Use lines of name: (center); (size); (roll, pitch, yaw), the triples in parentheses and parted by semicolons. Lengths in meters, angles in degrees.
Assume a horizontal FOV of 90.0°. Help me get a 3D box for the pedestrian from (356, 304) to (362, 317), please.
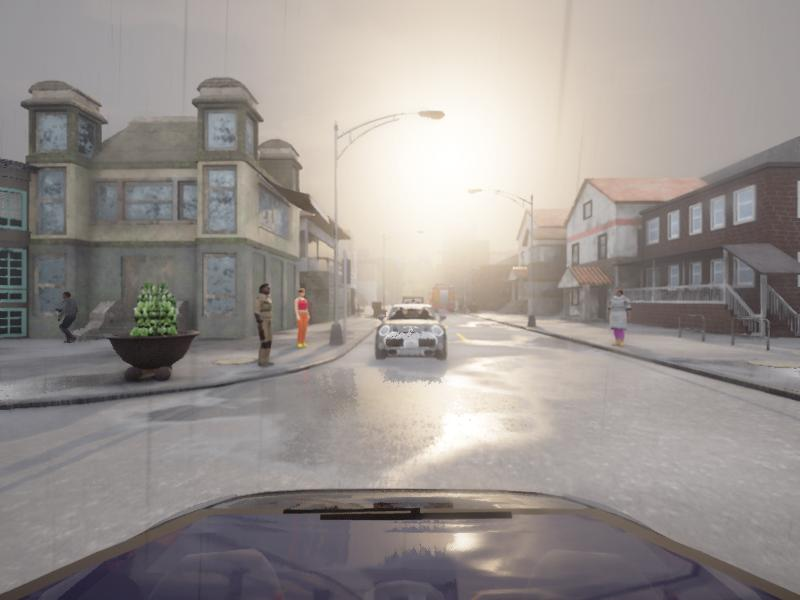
pedestrian: (-3.634, 0.939, 35.635); (0.500, 1.100, 0.500); (0, 0, 3)

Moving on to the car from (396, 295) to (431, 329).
car: (0.794, 0.664, 23.886); (1.905, 1.878, 3.866); (0, 0, 2)

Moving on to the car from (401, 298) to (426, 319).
car: (1.190, 0.720, 36.259); (2.097, 1.767, 4.553); (0, 0, 2)

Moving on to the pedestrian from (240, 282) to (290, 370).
pedestrian: (-2.997, 0.541, 8.906); (0.751, 1.860, 0.751); (0, 0, 19)

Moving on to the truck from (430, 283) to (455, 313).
truck: (5.820, -0.280, 55.779); (2.891, 3.827, 8.468); (0, 0, 2)

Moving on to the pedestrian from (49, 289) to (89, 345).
pedestrian: (-11.266, 0.557, 13.625); (0.751, 1.860, 0.751); (0, 0, -4)

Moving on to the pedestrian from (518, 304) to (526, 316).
pedestrian: (11.368, 0.950, 37.280); (0.500, 1.100, 0.500); (0, 0, -6)

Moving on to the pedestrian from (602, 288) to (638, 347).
pedestrian: (7.130, 0.544, 12.978); (0.751, 1.860, 0.751); (0, 0, -35)

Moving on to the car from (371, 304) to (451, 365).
car: (0.363, 0.863, 11.758); (1.970, 1.475, 3.806); (0, 0, 3)

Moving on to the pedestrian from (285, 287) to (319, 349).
pedestrian: (-3.064, 0.544, 12.545); (0.751, 1.860, 0.751); (0, 0, 43)
